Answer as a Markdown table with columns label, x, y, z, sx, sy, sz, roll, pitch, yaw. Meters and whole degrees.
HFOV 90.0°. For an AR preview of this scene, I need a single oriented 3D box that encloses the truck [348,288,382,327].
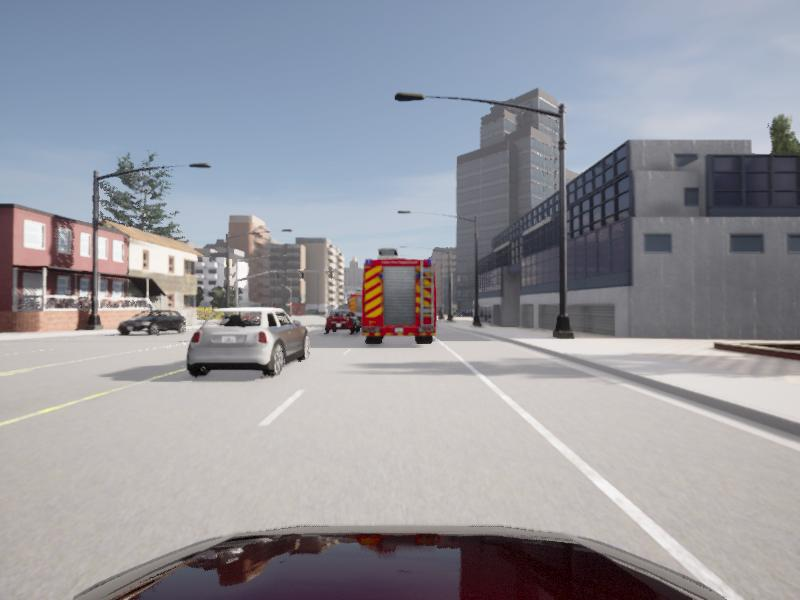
| label | x | y | z | sx | sy | sz | roll | pitch | yaw |
| --- | --- | --- | --- | --- | --- | --- | --- | --- | --- |
| truck | -3.666 | 0.906 | 43.831 | 2.891 | 3.827 | 8.468 | 0 | -2 | 0 |

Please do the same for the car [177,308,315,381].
| label | x | y | z | sx | sy | sz | roll | pitch | yaw |
| --- | --- | --- | --- | --- | --- | --- | --- | --- | --- |
| car | -3.519 | 0.932 | 10.003 | 1.970 | 1.475 | 3.806 | 0 | -1 | 0 |

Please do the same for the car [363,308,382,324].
| label | x | y | z | sx | sy | sz | roll | pitch | yaw |
| --- | --- | --- | --- | --- | --- | --- | --- | --- | --- |
| car | -3.658 | 2.052 | 54.161 | 2.150 | 2.045 | 5.566 | 0 | -1 | 0 |

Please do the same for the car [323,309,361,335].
| label | x | y | z | sx | sy | sz | roll | pitch | yaw |
| --- | --- | --- | --- | --- | --- | --- | --- | --- | --- |
| car | -3.535 | 1.350 | 25.117 | 1.816 | 1.474 | 4.193 | 0 | -2 | 0 |

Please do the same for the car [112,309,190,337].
| label | x | y | z | sx | sy | sz | roll | pitch | yaw |
| --- | --- | --- | --- | --- | --- | --- | --- | --- | --- |
| car | -14.023 | 1.265 | 22.863 | 1.816 | 1.474 | 4.193 | 0 | -2 | 0 |

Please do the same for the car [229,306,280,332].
| label | x | y | z | sx | sy | sz | roll | pitch | yaw |
| --- | --- | --- | --- | --- | --- | --- | --- | --- | --- |
| car | -10.539 | 1.368 | 29.351 | 2.097 | 1.767 | 4.553 | 0 | -3 | 0 |

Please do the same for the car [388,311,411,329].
| label | x | y | z | sx | sy | sz | roll | pitch | yaw |
| --- | --- | --- | --- | --- | --- | --- | --- | --- | --- |
| car | -0.058 | 1.867 | 38.075 | 2.038 | 1.542 | 4.974 | 0 | -2 | 0 |

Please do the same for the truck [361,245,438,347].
| label | x | y | z | sx | sy | sz | roll | pitch | yaw |
| --- | --- | --- | --- | --- | --- | --- | --- | --- | --- |
| truck | -0.027 | -0.029 | 19.244 | 2.891 | 3.827 | 8.468 | 0 | -2 | 0 |
